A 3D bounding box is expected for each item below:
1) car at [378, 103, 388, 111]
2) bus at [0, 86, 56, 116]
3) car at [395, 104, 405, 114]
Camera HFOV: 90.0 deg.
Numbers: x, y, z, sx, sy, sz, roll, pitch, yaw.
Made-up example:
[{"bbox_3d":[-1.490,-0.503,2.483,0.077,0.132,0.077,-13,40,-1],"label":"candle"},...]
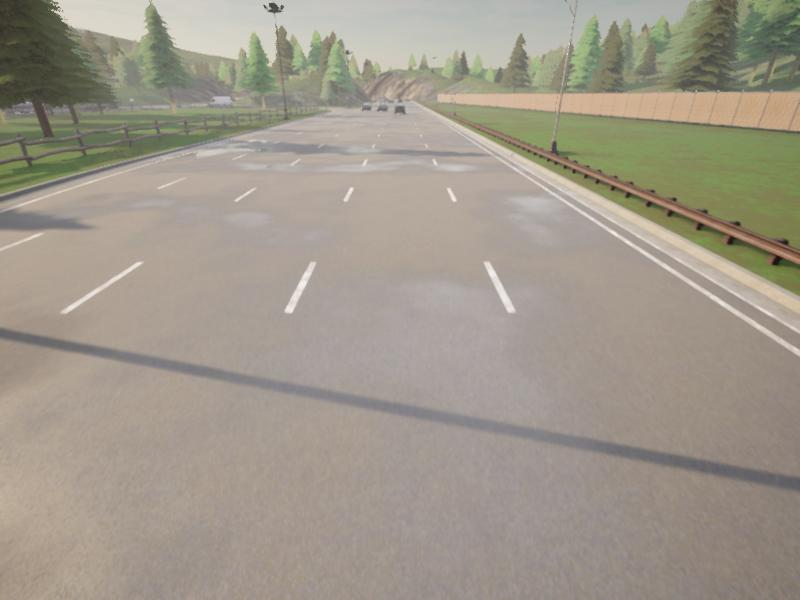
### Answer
[{"bbox_3d":[-3.492,-39.618,82.221,1.994,1.385,4.181,0,27,0],"label":"car"},{"bbox_3d":[-64.324,-33.401,66.945,3.944,4.253,10.273,0,27,0],"label":"bus"},{"bbox_3d":[0.007,-33.930,71.028,1.837,1.490,4.892,0,27,0],"label":"car"}]
